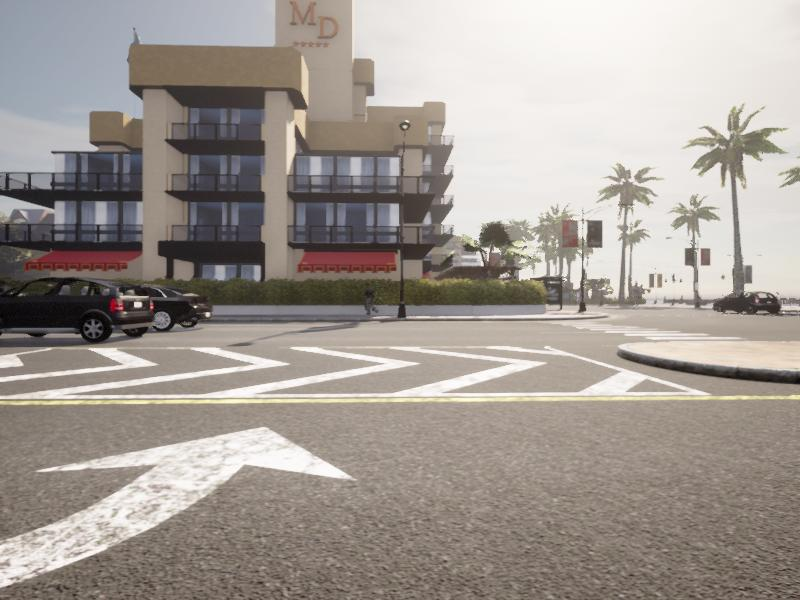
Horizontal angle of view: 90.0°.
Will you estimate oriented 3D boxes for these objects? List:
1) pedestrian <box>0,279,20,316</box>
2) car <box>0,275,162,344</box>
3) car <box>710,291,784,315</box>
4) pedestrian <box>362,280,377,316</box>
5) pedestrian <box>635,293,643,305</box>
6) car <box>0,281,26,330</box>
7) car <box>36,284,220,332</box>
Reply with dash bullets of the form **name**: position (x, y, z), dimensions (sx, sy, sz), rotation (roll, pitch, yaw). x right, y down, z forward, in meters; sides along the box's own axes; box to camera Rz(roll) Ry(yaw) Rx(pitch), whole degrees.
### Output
- **pedestrian**: position (-19.954, -0.119, 20.226), dimensions (0.751, 1.860, 0.751), rotation (0, 0, -5)
- **car**: position (-8.320, 0.213, 9.960), dimensions (3.705, 1.549, 1.789), rotation (0, 0, -2)
- **car**: position (24.535, 0.194, 28.497), dimensions (1.851, 1.617, 3.988), rotation (0, 0, 0)
- **pedestrian**: position (-1.596, -0.115, 20.861), dimensions (0.751, 1.860, 0.751), rotation (0, 0, -2)
- **pedestrian**: position (36.069, -0.107, 60.484), dimensions (0.751, 1.860, 0.751), rotation (0, 0, -1)
- **car**: position (-15.269, 0.185, 13.263), dimensions (3.988, 1.617, 1.851), rotation (0, 0, -2)
- **car**: position (-8.909, 0.243, 13.445), dimensions (4.892, 1.490, 1.837), rotation (0, 0, -2)
